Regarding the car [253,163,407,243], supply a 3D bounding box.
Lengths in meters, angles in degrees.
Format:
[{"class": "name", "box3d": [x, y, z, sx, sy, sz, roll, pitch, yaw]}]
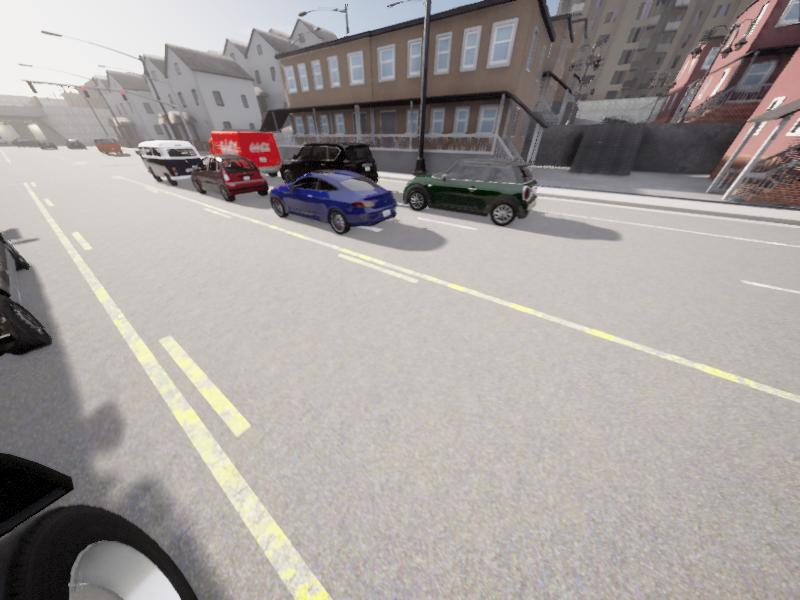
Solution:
[{"class": "car", "box3d": [-2.232, -3.270, 7.272, 4.674, 1.442, 1.812, 22, 41, 28]}]

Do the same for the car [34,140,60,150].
[{"class": "car", "box3d": [-67.569, -29.687, 44.198, 4.514, 1.525, 2.007, 22, 41, 28]}]

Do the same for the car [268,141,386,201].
[{"class": "car", "box3d": [-3.593, -6.514, 11.339, 5.566, 2.045, 2.150, 22, 41, 28]}]

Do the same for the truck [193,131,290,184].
[{"class": "truck", "box3d": [-10.108, -9.250, 14.800, 5.204, 2.467, 2.627, 23, 41, 29]}]

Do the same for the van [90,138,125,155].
[{"class": "van", "box3d": [-41.614, -21.894, 32.893, 4.442, 1.987, 1.775, 22, 40, 27]}]

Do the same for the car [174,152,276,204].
[{"class": "car", "box3d": [-7.861, -5.619, 10.417, 3.988, 1.617, 1.851, 22, 41, 28]}]

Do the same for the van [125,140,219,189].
[{"class": "van", "box3d": [-12.903, -7.835, 13.141, 4.480, 2.038, 2.069, 22, 41, 28]}]

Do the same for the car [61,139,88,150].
[{"class": "car", "box3d": [-65.423, -31.313, 46.442, 4.611, 1.667, 2.242, 22, 41, 28]}]

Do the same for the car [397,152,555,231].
[{"class": "car", "box3d": [2.358, -4.020, 8.070, 4.553, 1.767, 2.097, 22, 41, 28]}]

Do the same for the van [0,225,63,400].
[{"class": "van", "box3d": [-6.835, -0.701, 2.623, 5.915, 2.561, 1.988, 21, 40, 28]}]

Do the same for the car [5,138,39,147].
[{"class": "car", "box3d": [-85.070, -35.399, 51.995, 5.238, 1.638, 1.930, 11, 36, 14]}]

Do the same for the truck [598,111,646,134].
[{"class": "truck", "box3d": [40.938, -32.912, 42.896, 6.274, 2.098, 2.390, 32, 44, 19]}]

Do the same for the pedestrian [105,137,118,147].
[{"class": "pedestrian", "box3d": [-62.466, -34.221, 50.013, 0.751, 1.860, 0.751, 20, 40, 26]}]
